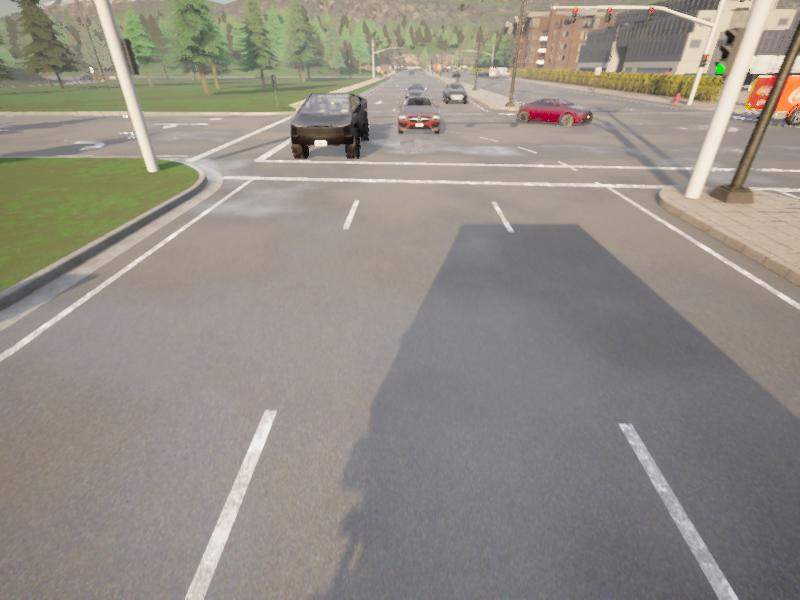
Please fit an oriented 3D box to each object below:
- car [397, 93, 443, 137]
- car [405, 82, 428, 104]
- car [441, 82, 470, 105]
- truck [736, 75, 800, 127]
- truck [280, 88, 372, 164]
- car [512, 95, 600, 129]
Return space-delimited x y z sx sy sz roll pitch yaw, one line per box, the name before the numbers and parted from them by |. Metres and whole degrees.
car | 1.002 -9.969 21.325 2.152 1.651 5.027 1 30 1
car | 1.511 -19.436 37.530 2.038 1.542 4.974 1 30 1
car | 4.976 -18.789 36.313 2.033 1.649 4.856 1 30 1
truck | 23.231 -11.380 22.766 5.204 2.467 2.627 0 30 1
truck | -2.655 -7.300 16.333 2.390 2.098 6.274 1 30 1
car | 9.005 -11.061 23.389 4.181 1.385 1.994 25 39 36
